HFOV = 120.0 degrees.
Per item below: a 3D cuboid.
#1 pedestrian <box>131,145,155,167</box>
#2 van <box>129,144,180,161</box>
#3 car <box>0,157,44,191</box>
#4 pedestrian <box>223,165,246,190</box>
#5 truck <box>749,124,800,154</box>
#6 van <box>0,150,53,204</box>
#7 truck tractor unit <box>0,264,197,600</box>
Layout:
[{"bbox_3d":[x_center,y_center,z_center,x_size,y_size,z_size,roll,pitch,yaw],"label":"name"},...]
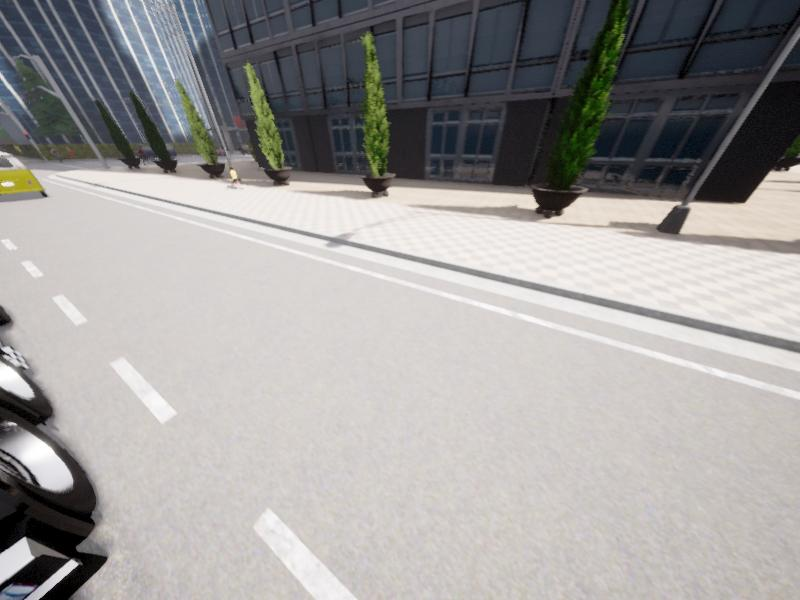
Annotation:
[{"bbox_3d":[-26.304,-14.791,23.697,0.751,1.860,0.751,16,38,22],"label":"pedestrian"},{"bbox_3d":[-36.367,-21.988,34.379,1.775,1.987,4.442,18,39,24],"label":"van"},{"bbox_3d":[-24.973,-7.915,14.384,4.514,1.525,2.007,18,39,24],"label":"car"},{"bbox_3d":[-8.661,-6.432,12.118,0.500,1.100,0.500,17,39,24],"label":"pedestrian"},{"bbox_3d":[63.883,-26.621,38.131,2.891,3.827,8.468,17,38,24],"label":"truck"},{"bbox_3d":[-19.768,-6.206,11.458,4.442,1.987,1.775,21,40,27],"label":"van"},{"bbox_3d":[-5.118,-0.289,0.793,6.516,4.208,3.053,18,39,24],"label":"truck tractor unit"}]
